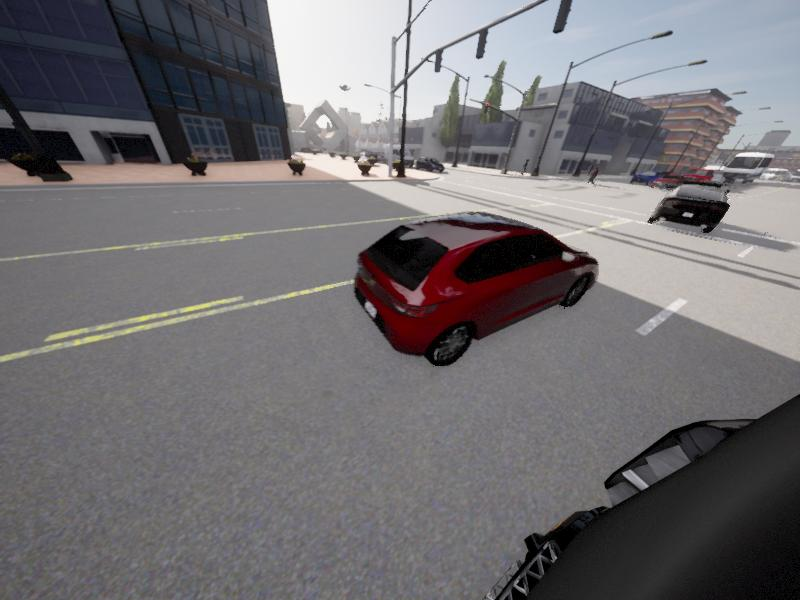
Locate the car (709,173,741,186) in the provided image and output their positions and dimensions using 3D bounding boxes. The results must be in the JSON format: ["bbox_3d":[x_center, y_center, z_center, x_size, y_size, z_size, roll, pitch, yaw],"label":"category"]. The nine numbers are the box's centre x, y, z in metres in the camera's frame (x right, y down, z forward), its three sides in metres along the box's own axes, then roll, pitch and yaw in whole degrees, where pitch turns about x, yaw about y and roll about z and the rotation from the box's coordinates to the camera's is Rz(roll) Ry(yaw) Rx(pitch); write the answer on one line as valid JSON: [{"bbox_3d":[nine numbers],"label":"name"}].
[{"bbox_3d":[49.967,-18.624,35.509,4.193,1.474,1.816,-17,38,-26],"label":"car"}]

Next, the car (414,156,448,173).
[{"bbox_3d":[3.608,-16.330,27.794,1.816,1.474,4.193,-15,37,-26],"label":"car"}]

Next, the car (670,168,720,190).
[{"bbox_3d":[36.055,-14.850,28.230,5.566,2.045,2.150,-16,38,-26],"label":"car"}]

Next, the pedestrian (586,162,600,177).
[{"bbox_3d":[28.191,-19.007,33.735,0.751,1.860,0.751,30,41,34],"label":"pedestrian"}]

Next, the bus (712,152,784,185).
[{"bbox_3d":[58.630,-22.274,38.962,10.273,4.253,3.944,-17,38,-26],"label":"bus"}]

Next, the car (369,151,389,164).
[{"bbox_3d":[-3.507,-23.378,37.824,1.845,1.501,3.633,-15,38,-27],"label":"car"}]

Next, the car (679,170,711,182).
[{"bbox_3d":[49.058,-20.638,38.401,5.008,1.535,1.882,-17,38,-26],"label":"car"}]

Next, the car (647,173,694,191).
[{"bbox_3d":[28.888,-12.600,24.675,4.674,1.442,1.812,-15,38,-26],"label":"car"}]

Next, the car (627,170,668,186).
[{"bbox_3d":[31.660,-15.647,29.501,5.008,1.535,1.882,-15,38,-27],"label":"car"}]

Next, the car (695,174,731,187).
[{"bbox_3d":[44.052,-16.881,32.515,4.674,1.442,1.812,-16,38,-26],"label":"car"}]

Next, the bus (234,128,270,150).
[{"bbox_3d":[-38.495,-41.712,59.831,10.273,4.253,3.944,29,41,34],"label":"bus"}]

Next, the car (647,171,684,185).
[{"bbox_3d":[37.251,-17.183,32.405,4.892,1.490,1.837,-16,38,-26],"label":"car"}]

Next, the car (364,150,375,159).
[{"bbox_3d":[-6.899,-32.796,51.977,1.816,1.474,4.193,-5,34,-13],"label":"car"}]

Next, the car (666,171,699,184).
[{"bbox_3d":[43.578,-18.946,35.659,4.181,1.385,1.994,-15,38,-25],"label":"car"}]

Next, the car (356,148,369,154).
[{"bbox_3d":[-14.065,-56.058,86.911,4.892,1.490,1.837,18,36,21],"label":"car"}]

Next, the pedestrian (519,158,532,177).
[{"bbox_3d":[14.623,-15.428,26.878,0.751,1.860,0.751,18,36,21],"label":"pedestrian"}]

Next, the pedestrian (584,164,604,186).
[{"bbox_3d":[19.741,-12.756,23.582,0.751,1.860,0.751,17,35,19],"label":"pedestrian"}]

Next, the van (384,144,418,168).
[{"bbox_3d":[-0.083,-20.492,32.822,1.988,2.561,5.915,-15,37,-26],"label":"van"}]

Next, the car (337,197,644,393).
[{"bbox_3d":[1.428,-0.576,3.649,4.193,1.474,1.816,-16,38,-26],"label":"car"}]

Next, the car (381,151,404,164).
[{"bbox_3d":[-1.441,-25.307,40.896,1.930,1.638,5.238,-15,37,-26],"label":"car"}]

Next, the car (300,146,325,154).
[{"bbox_3d":[-21.085,-36.232,55.841,5.357,1.411,2.033,-2,33,-9],"label":"car"}]

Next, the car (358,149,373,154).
[{"bbox_3d":[-13.396,-58.073,90.160,5.357,1.411,2.033,11,34,11],"label":"car"}]

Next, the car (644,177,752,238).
[{"bbox_3d":[12.774,-4.324,10.228,5.238,1.638,1.930,-27,44,-38],"label":"car"}]
